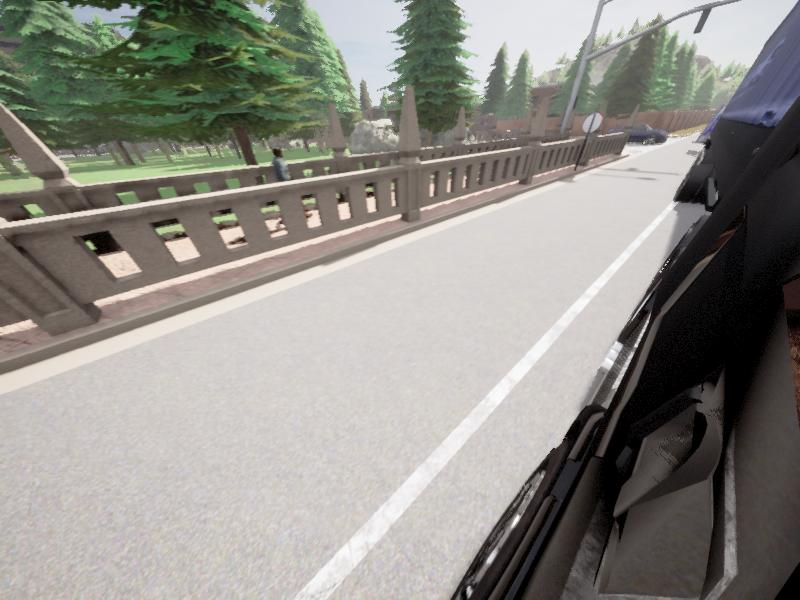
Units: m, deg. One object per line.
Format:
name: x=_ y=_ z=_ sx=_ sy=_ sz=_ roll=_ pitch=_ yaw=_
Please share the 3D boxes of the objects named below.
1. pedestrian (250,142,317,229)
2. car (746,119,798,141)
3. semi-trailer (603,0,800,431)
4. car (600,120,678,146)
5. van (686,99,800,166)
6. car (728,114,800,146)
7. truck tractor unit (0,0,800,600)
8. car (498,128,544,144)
pedestrian: x=-2.900 y=-2.916 z=5.935 sx=0.751 sy=1.860 sz=0.751 roll=21 pitch=43 yaw=29
car: x=34.048 y=-15.632 z=21.239 sx=4.181 sy=1.385 sz=1.994 roll=-28 pitch=43 yaw=-30
semi-trailer: x=8.431 y=-3.774 z=4.475 sx=14.254 sy=4.402 sz=2.717 roll=-31 pitch=45 yaw=-32
car: x=22.393 y=-15.769 z=21.850 sx=2.097 sy=1.767 sz=4.553 roll=-30 pitch=44 yaw=-31
van: x=20.385 y=-9.292 z=12.771 sx=2.351 sy=2.431 sz=6.366 roll=14 pitch=40 yaw=8
car: x=28.926 y=-12.669 z=17.174 sx=4.605 sy=1.855 sz=1.932 roll=22 pitch=43 yaw=29
truck tractor unit: x=2.645 y=-0.295 z=0.352 sx=6.516 sy=4.208 sz=3.053 roll=-28 pitch=44 yaw=-30
car: x=15.034 y=-20.554 z=28.994 sx=2.007 sy=1.525 sz=4.514 roll=-28 pitch=43 yaw=-30
